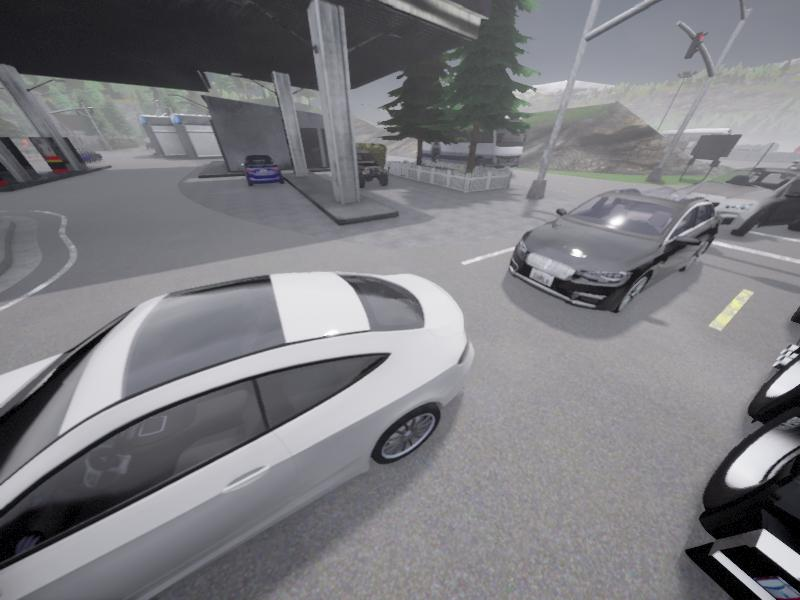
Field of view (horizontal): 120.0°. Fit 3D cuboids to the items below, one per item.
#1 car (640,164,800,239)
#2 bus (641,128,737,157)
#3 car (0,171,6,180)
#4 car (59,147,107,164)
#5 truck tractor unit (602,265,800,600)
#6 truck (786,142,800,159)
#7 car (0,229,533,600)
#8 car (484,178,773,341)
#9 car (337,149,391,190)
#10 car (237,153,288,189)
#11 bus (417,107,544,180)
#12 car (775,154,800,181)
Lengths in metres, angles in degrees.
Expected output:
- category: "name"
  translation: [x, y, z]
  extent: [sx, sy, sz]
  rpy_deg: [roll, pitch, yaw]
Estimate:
- category: "car"
  translation: [11.110, -3.267, 7.400]
  extent: [4.611, 1.667, 2.242]
  rpy_deg: [-7, 35, -13]
- category: "bus"
  translation: [55.679, -30.704, 45.129]
  extent: [3.944, 4.253, 10.273]
  rpy_deg: [-18, 39, -24]
- category: "car"
  translation: [-28.432, -8.060, 14.491]
  extent: [1.994, 1.385, 4.181]
  rpy_deg: [-18, 39, -24]
- category: "car"
  translation: [-37.576, -17.256, 27.532]
  extent: [1.816, 1.474, 4.193]
  rpy_deg: [-18, 39, -24]
- category: "truck tractor unit"
  translation: [5.109, -0.304, 0.774]
  extent: [6.516, 4.208, 3.053]
  rpy_deg: [-18, 39, -24]
- category: "truck"
  translation: [69.242, -24.548, 37.958]
  extent: [2.627, 2.467, 5.204]
  rpy_deg: [-18, 39, -24]
- category: "car"
  translation: [-1.471, 0.741, 1.824]
  extent: [4.674, 1.442, 1.812]
  rpy_deg: [-18, 38, -25]
- category: "car"
  translation: [4.375, -1.269, 4.532]
  extent: [4.902, 1.511, 2.128]
  rpy_deg: [-18, 39, -24]
- category: "car"
  translation: [-2.366, -8.515, 14.907]
  extent: [1.905, 1.878, 3.866]
  rpy_deg: [-18, 39, -25]
- category: "car"
  translation: [-9.441, -8.922, 15.729]
  extent: [2.242, 1.667, 4.611]
  rpy_deg: [-18, 39, -25]
- category: "bus"
  translation: [6.040, -13.914, 20.638]
  extent: [3.944, 4.253, 10.273]
  rpy_deg: [-18, 39, -24]
- category: "car"
  translation: [30.240, -9.704, 16.826]
  extent: [4.974, 1.542, 2.038]
  rpy_deg: [-18, 39, -24]
